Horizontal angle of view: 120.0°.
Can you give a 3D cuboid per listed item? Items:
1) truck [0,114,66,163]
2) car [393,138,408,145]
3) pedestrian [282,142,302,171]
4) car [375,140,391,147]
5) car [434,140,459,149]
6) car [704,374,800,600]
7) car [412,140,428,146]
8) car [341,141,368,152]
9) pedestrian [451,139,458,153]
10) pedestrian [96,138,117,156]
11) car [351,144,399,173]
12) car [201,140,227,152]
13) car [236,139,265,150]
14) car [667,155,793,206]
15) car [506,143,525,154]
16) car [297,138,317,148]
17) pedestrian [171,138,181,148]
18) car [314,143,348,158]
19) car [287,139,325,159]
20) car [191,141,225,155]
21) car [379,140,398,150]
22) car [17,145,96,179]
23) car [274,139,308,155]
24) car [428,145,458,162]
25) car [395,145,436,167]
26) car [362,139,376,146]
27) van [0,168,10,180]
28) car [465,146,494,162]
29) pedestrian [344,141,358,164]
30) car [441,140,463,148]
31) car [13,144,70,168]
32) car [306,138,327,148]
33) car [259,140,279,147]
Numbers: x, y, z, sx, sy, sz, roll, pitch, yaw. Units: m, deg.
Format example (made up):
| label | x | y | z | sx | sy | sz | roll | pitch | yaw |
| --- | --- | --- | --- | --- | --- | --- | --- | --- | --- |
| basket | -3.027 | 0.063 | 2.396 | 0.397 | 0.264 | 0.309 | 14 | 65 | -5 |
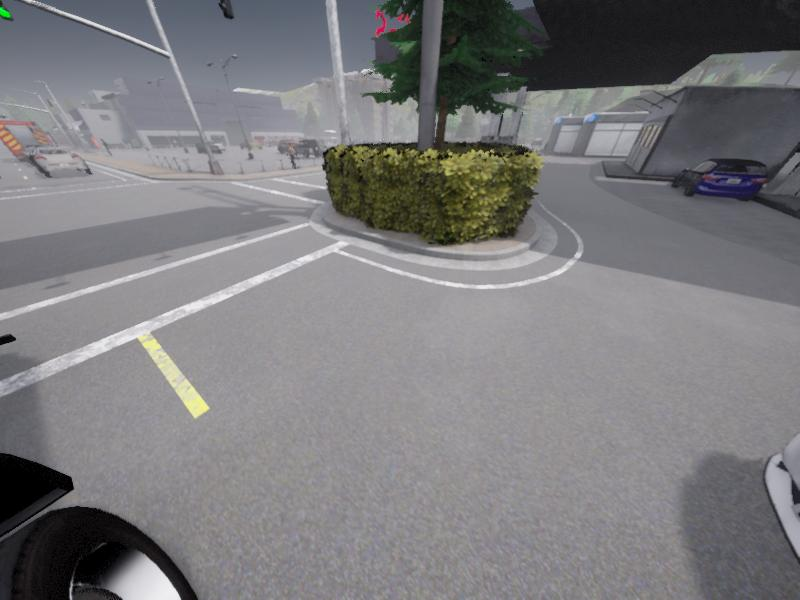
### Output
| label | x | y | z | sx | sy | sz | roll | pitch | yaw |
| --- | --- | --- | --- | --- | --- | --- | --- | --- | --- |
| truck | -39.870 | -17.079 | 24.485 | 8.468 | 3.827 | 2.891 | 22 | 41 | 28 |
| car | 0.145 | -54.359 | 79.233 | 4.605 | 1.855 | 1.932 | 22 | 41 | 27 |
| pedestrian | -8.439 | -11.255 | 18.132 | 0.751 | 1.860 | 0.751 | 22 | 41 | 28 |
| car | -4.661 | -41.849 | 61.704 | 3.806 | 1.475 | 1.970 | 22 | 41 | 28 |
| car | 10.585 | -35.632 | 52.910 | 5.027 | 1.636 | 2.152 | 22 | 41 | 28 |
| car | 4.330 | 1.913 | 0.116 | 4.674 | 1.442 | 1.812 | 23 | 40 | 27 |
| car | 6.483 | -51.690 | 75.840 | 4.792 | 1.488 | 2.163 | 22 | 41 | 27 |
| car | -8.212 | -27.867 | 41.825 | 4.514 | 1.523 | 2.007 | 22 | 41 | 28 |
| pedestrian | 9.163 | -26.004 | 39.003 | 0.751 | 1.860 | 0.751 | 22 | 41 | 28 |
| pedestrian | -36.084 | -18.779 | 28.384 | 0.751 | 1.860 | 0.751 | 25 | 42 | 30 |
| car | -2.021 | -12.305 | 19.919 | 1.905 | 1.878 | 3.866 | 22 | 41 | 28 |
| car | -31.784 | -26.357 | 39.483 | 3.806 | 1.475 | 1.970 | 22 | 41 | 28 |
| car | -28.389 | -29.570 | 43.892 | 5.027 | 1.636 | 2.152 | 22 | 41 | 28 |
| car | 16.295 | -6.345 | 11.900 | 2.242 | 1.667 | 4.611 | 22 | 41 | 28 |
| car | 20.928 | -27.445 | 41.722 | 1.816 | 1.474 | 4.193 | 22 | 41 | 28 |
| car | -21.089 | -35.697 | 52.429 | 3.866 | 1.878 | 1.905 | 22 | 41 | 28 |
| pedestrian | -49.593 | -34.744 | 51.049 | 0.751 | 1.860 | 0.751 | 23 | 41 | 29 |
| car | -8.918 | -19.353 | 29.927 | 3.806 | 1.475 | 1.970 | 22 | 41 | 28 |
| car | -11.316 | -18.211 | 27.816 | 3.866 | 1.878 | 1.905 | 22 | 41 | 28 |
| car | -28.085 | -22.229 | 33.792 | 4.514 | 1.523 | 2.007 | 22 | 41 | 28 |
| car | -2.476 | -32.571 | 48.520 | 3.633 | 1.501 | 1.845 | 22 | 41 | 28 |
| car | -23.874 | -9.717 | 16.078 | 5.027 | 1.651 | 2.152 | 22 | 41 | 27 |
| car | -15.902 | -22.362 | 33.685 | 4.605 | 1.855 | 1.932 | 22 | 41 | 28 |
| car | 5.329 | -18.167 | 28.572 | 1.970 | 1.475 | 3.806 | 22 | 41 | 28 |
| car | 1.692 | -15.243 | 24.304 | 2.033 | 1.649 | 4.856 | 22 | 41 | 28 |
| car | -9.055 | -45.732 | 67.141 | 3.633 | 1.501 | 1.845 | 22 | 41 | 28 |
| van | -26.634 | -8.465 | 13.938 | 4.480 | 2.038 | 2.069 | 19 | 39 | 24 |
| car | 9.993 | -18.429 | 29.055 | 1.994 | 1.385 | 4.181 | 22 | 41 | 28 |
| pedestrian | -4.754 | -14.331 | 22.485 | 0.751 | 1.860 | 0.751 | 22 | 41 | 28 |
| car | 12.331 | -37.128 | 55.043 | 4.514 | 1.523 | 2.007 | 22 | 41 | 28 |
| car | -32.561 | -13.169 | 20.986 | 4.974 | 1.542 | 2.038 | 22 | 41 | 28 |
| car | -19.770 | -37.194 | 54.581 | 4.605 | 1.855 | 1.932 | 22 | 41 | 28 |
| car | -34.905 | -41.787 | 61.680 | 1.816 | 1.474 | 4.193 | 22 | 41 | 28 |
